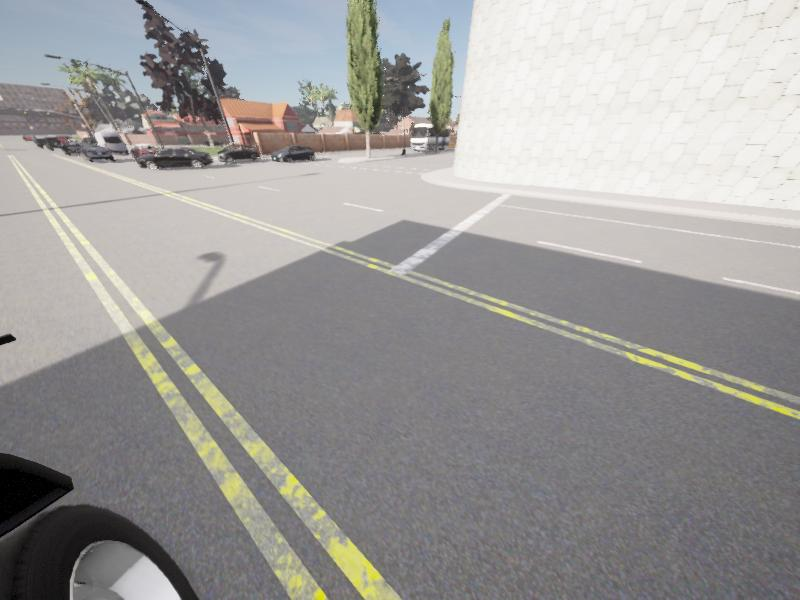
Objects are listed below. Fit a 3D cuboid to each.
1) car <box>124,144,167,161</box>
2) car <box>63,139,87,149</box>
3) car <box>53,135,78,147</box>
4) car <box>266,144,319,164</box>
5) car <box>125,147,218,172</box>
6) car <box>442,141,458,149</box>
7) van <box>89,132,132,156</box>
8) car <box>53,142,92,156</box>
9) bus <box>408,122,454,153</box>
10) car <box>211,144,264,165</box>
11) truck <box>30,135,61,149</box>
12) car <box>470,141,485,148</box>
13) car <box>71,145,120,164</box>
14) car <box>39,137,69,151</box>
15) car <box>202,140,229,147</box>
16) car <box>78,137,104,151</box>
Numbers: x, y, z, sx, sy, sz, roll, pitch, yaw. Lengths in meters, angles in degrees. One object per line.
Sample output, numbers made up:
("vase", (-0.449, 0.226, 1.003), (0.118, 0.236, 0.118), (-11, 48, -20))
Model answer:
("car", (-28.142, -16.379, 25.593), (3.806, 1.475, 1.970), (21, 40, 27))
("car", (-67.200, -32.280, 47.773), (3.806, 1.475, 1.970), (22, 41, 28))
("car", (-77.156, -36.638, 53.236), (5.566, 2.045, 2.150), (23, 41, 27))
("car", (-11.068, -15.297, 24.168), (2.007, 1.525, 4.514), (22, 41, 28))
("car", (-18.099, -11.472, 18.714), (4.892, 1.490, 1.837), (-15, 38, -20))
("car", (12.379, -38.435, 57.164), (1.882, 1.535, 5.008), (22, 40, 27))
("van", (-40.326, -21.737, 32.154), (5.915, 2.561, 1.988), (22, 40, 29))
("car", (-43.938, -20.330, 31.026), (4.902, 1.511, 2.128), (22, 41, 28))
("bus", (6.032, -30.549, 43.576), (3.944, 4.253, 10.273), (22, 40, 27))
("car", (-16.268, -14.747, 23.318), (1.789, 1.549, 3.705), (27, 43, 32))
("truck", (-71.227, -31.730, 46.384), (6.274, 2.098, 2.390), (22, 41, 28))
("car", (20.803, -41.870, 62.187), (2.128, 1.511, 4.902), (22, 40, 27))
("car", (-31.699, -15.244, 24.023), (5.357, 1.411, 2.033), (23, 41, 28))
("car", (-59.906, -27.007, 40.008), (3.866, 1.878, 1.905), (22, 41, 28))
("car", (-46.358, -39.429, 58.093), (1.837, 1.490, 4.892), (21, 40, 27))
("car", (-54.235, -27.338, 40.535), (4.605, 1.855, 1.932), (24, 42, 32))
